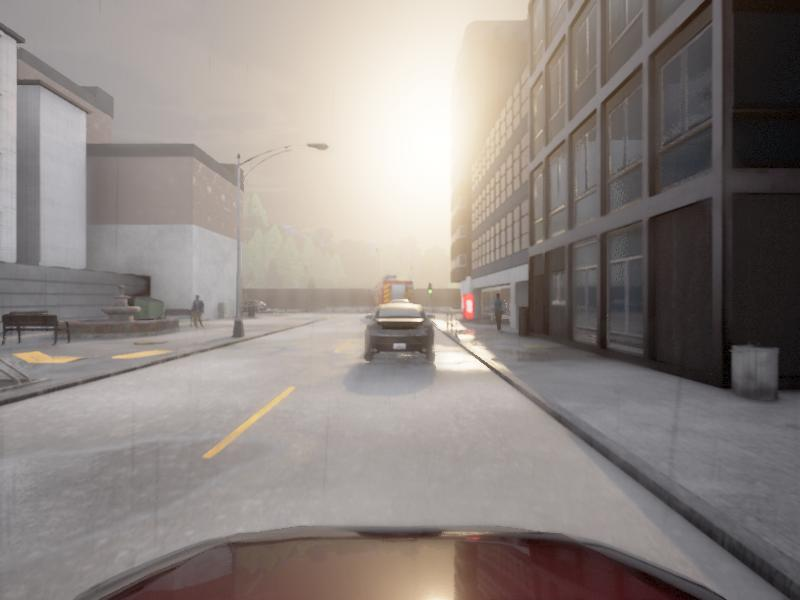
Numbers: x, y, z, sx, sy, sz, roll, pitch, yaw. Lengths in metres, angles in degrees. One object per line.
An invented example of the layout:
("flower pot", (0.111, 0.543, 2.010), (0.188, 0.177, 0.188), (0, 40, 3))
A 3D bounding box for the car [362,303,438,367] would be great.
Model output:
("car", (-0.005, 0.850, 12.075), (1.837, 1.490, 4.892), (0, 0, 0))

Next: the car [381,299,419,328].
("car", (-0.010, 0.789, 25.397), (2.152, 1.651, 5.027), (0, 0, 0))

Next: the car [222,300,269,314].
("car", (-18.682, 0.794, 48.584), (4.856, 1.649, 2.033), (0, 0, 1))

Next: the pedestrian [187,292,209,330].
("pedestrian", (-10.012, 0.540, 19.851), (0.751, 1.860, 0.751), (0, 0, -1))

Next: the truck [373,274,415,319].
("truck", (-0.815, -0.307, 39.017), (2.891, 3.827, 8.468), (0, 0, -9))

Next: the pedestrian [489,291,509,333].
("pedestrian", (4.530, 0.539, 18.257), (0.751, 1.860, 0.751), (0, 0, 28))
